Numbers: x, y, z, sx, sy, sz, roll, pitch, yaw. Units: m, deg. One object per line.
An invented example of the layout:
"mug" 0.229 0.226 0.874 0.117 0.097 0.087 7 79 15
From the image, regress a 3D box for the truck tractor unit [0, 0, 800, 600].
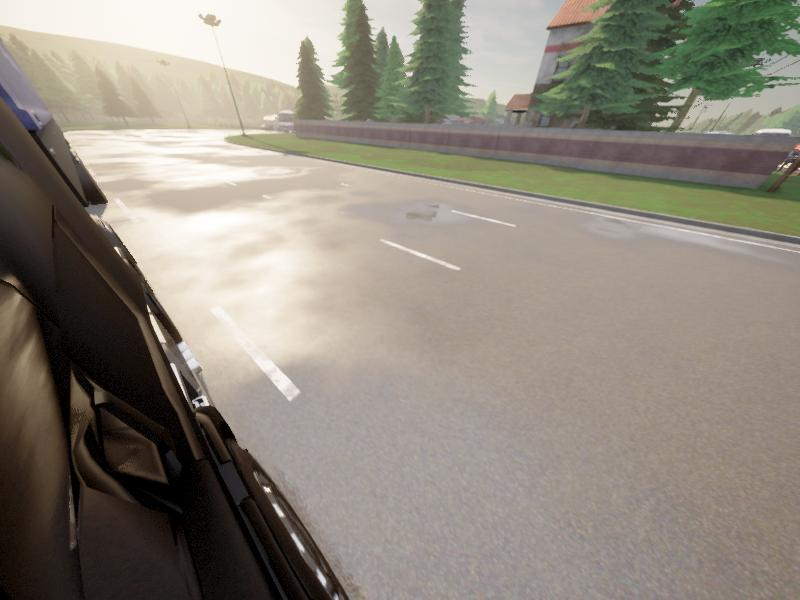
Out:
"truck tractor unit" -2.645 -0.295 0.352 6.516 4.208 3.053 28 44 30

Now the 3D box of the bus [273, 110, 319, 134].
"bus" -24.959 -43.467 56.566 3.944 4.253 10.273 14 38 15

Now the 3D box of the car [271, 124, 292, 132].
"car" -31.013 -45.090 60.528 2.033 1.649 4.856 14 38 15

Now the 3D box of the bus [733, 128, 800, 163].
"bus" 61.060 -26.040 38.818 10.273 4.253 3.944 -27 46 -33

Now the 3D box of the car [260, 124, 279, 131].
"car" -34.442 -45.628 61.162 1.816 1.474 4.193 14 38 15

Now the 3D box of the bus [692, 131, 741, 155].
"bus" 75.636 -37.970 55.694 3.944 4.253 10.273 27 43 29

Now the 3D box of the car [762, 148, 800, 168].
"car" 50.163 -18.262 29.698 1.905 1.878 3.866 20 40 21

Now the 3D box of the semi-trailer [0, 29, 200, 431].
"semi-trailer" -8.633 -3.654 4.283 14.254 4.402 2.717 29 44 30

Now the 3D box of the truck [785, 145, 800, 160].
"truck" 85.491 -31.061 48.585 2.627 2.467 5.204 27 43 29
